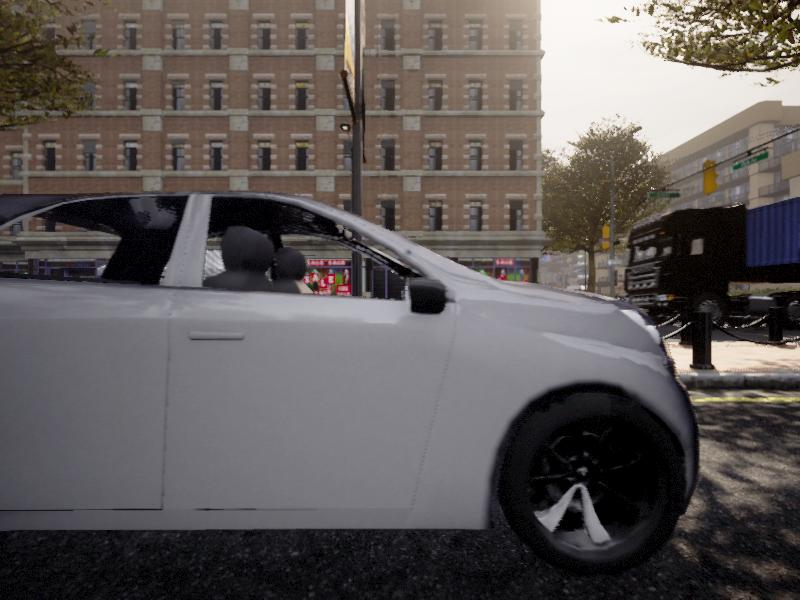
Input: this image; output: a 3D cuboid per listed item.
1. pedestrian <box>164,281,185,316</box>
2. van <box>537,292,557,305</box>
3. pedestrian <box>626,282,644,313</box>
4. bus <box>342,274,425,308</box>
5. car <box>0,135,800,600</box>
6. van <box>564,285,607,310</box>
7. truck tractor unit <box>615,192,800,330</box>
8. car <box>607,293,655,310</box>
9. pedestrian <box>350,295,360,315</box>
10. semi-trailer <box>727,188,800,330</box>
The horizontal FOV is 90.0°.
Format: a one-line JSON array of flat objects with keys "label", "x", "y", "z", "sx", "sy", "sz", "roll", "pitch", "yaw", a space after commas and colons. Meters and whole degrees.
[{"label": "pedestrian", "x": -12.223, "y": -0.092, "z": 21.696, "sx": 0.751, "sy": 1.860, "sz": 0.751, "roll": 0, "pitch": 0, "yaw": 1}, {"label": "van", "x": 30.420, "y": -0.334, "z": 83.072, "sx": 1.988, "sy": 2.561, "sz": 5.915, "roll": 0, "pitch": 0, "yaw": 0}, {"label": "pedestrian", "x": 14.235, "y": -0.139, "z": 24.225, "sx": 0.751, "sy": 1.860, "sz": 0.751, "roll": 0, "pitch": 0, "yaw": -42}, {"label": "bus", "x": -2.062, "y": -1.129, "z": 51.914, "sx": 10.273, "sy": 4.253, "sz": 3.944, "roll": 0, "pitch": 0, "yaw": 0}, {"label": "car", "x": -0.497, "y": 0.229, "z": 2.187, "sx": 3.633, "sy": 1.501, "sz": 1.845, "roll": 0, "pitch": 0, "yaw": 0}, {"label": "van", "x": 20.135, "y": -0.315, "z": 43.759, "sx": 1.988, "sy": 2.561, "sz": 5.915, "roll": 0, "pitch": 1, "yaw": 0}, {"label": "truck tractor unit", "x": 11.543, "y": -1.163, "z": 13.795, "sx": 6.516, "sy": 4.208, "sz": 3.053, "roll": 0, "pitch": -2, "yaw": 0}, {"label": "car", "x": 23.652, "y": 0.161, "z": 41.198, "sx": 1.801, "sy": 1.575, "sz": 5.366, "roll": 0, "pitch": 0, "yaw": 0}, {"label": "pedestrian", "x": -2.475, "y": 0.271, "z": 21.990, "sx": 0.500, "sy": 1.100, "sz": 0.500, "roll": 0, "pitch": 0, "yaw": -1}, {"label": "semi-trailer", "x": 19.477, "y": -1.262, "z": 13.714, "sx": 14.254, "sy": 4.402, "sz": 2.717, "roll": 0, "pitch": 0, "yaw": 0}]
